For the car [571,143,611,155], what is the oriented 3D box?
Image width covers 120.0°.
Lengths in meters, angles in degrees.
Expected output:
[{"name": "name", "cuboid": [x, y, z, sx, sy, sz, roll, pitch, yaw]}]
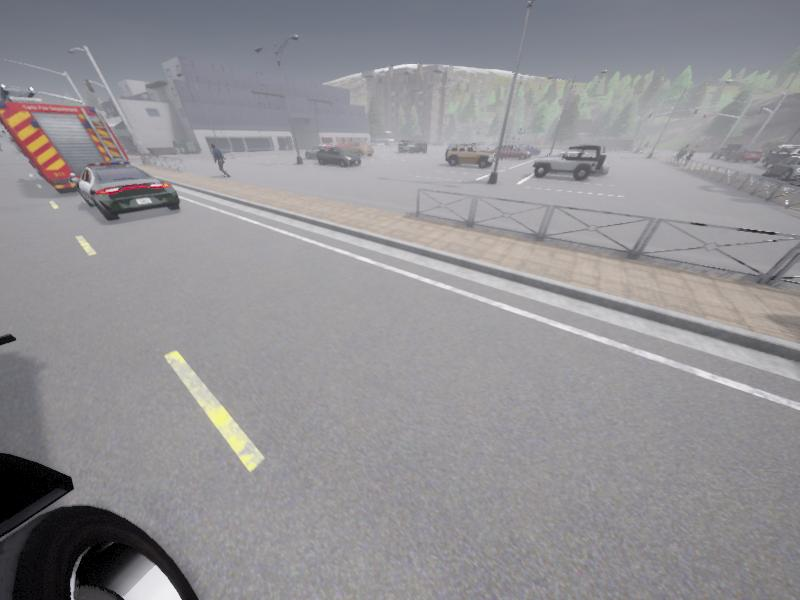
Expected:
[{"name": "car", "cuboid": [33.164, -26.334, 40.274, 5.027, 1.636, 2.152, 22, 41, 28]}]

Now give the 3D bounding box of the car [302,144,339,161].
[{"name": "car", "cuboid": [-9.309, -17.285, 27.024, 3.806, 1.475, 1.970, 22, 41, 28]}]

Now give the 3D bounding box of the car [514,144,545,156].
[{"name": "car", "cuboid": [20.069, -23.345, 35.938, 3.633, 1.501, 1.845, 22, 41, 28]}]

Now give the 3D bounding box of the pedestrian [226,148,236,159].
[{"name": "pedestrian", "cuboid": [-20.818, -18.035, 28.509, 0.500, 1.100, 0.500, 22, 41, 28]}]

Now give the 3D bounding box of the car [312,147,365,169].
[{"name": "car", "cuboid": [-5.655, -13.166, 21.299, 4.514, 1.523, 2.007, 22, 41, 28]}]

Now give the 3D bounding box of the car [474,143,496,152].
[{"name": "car", "cuboid": [17.988, -32.577, 49.170, 3.806, 1.475, 1.970, 22, 41, 28]}]

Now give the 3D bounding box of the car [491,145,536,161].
[{"name": "car", "cuboid": [14.281, -18.690, 29.254, 4.514, 1.523, 2.007, 22, 41, 28]}]

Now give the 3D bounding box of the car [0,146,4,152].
[{"name": "car", "cuboid": [-72.172, -27.080, 40.768, 4.892, 1.490, 1.837, 22, 41, 28]}]

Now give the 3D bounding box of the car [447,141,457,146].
[{"name": "car", "cuboid": [19.382, -58.439, 86.065, 1.845, 1.501, 3.633, 22, 41, 28]}]

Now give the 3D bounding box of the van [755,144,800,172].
[{"name": "van", "cuboid": [37.722, -13.798, 22.292, 2.069, 2.038, 4.480, 22, 41, 28]}]

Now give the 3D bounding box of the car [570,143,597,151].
[{"name": "car", "cuboid": [43.775, -36.516, 55.116, 4.792, 1.488, 2.163, 22, 40, 28]}]

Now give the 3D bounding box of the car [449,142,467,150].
[{"name": "car", "cuboid": [13.637, -36.456, 54.645, 3.633, 1.501, 1.845, 22, 41, 28]}]

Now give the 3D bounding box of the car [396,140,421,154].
[{"name": "car", "cuboid": [1.489, -26.530, 39.954, 3.866, 1.878, 1.905, 22, 41, 28]}]

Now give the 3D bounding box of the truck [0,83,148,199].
[{"name": "truck", "cuboid": [-17.503, -8.098, 12.028, 8.468, 3.827, 2.891, 22, 41, 28]}]

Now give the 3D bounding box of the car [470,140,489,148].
[{"name": "car", "cuboid": [22.933, -44.996, 66.725, 4.605, 1.855, 1.932, 22, 40, 28]}]

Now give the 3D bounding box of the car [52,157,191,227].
[{"name": "car", "cuboid": [-10.233, -4.176, 8.479, 4.974, 1.542, 2.038, 22, 41, 28]}]

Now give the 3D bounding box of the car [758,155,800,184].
[{"name": "car", "cuboid": [27.715, -8.989, 15.893, 1.970, 1.475, 3.806, 22, 41, 28]}]

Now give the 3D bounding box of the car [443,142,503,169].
[{"name": "car", "cuboid": [6.527, -13.250, 21.130, 4.605, 1.855, 1.932, 22, 41, 28]}]

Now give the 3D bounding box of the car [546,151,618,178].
[{"name": "car", "cuboid": [13.480, -10.227, 17.324, 3.806, 1.475, 1.970, 22, 41, 28]}]

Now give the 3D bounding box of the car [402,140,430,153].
[{"name": "car", "cuboid": [2.825, -28.013, 42.105, 4.605, 1.855, 1.932, 22, 41, 28]}]

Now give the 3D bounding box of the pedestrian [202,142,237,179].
[{"name": "pedestrian", "cuboid": [-10.912, -8.478, 14.037, 0.751, 1.860, 0.751, 7, 36, 10]}]

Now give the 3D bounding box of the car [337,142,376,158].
[{"name": "car", "cuboid": [-5.878, -20.467, 31.429, 5.027, 1.636, 2.152, 22, 41, 28]}]

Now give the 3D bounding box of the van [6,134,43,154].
[{"name": "van", "cuboid": [-61.001, -25.404, 37.525, 5.915, 2.561, 1.988, 22, 41, 28]}]

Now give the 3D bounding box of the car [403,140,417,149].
[{"name": "car", "cuboid": [2.758, -41.529, 61.673, 1.905, 1.878, 3.866, 22, 41, 28]}]

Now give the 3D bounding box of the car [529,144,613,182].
[{"name": "car", "cuboid": [11.067, -9.104, 15.222, 3.866, 1.878, 1.905, 22, 41, 28]}]

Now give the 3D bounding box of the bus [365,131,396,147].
[{"name": "bus", "cuboid": [-6.644, -55.414, 79.321, 10.273, 4.253, 3.944, 22, 40, 28]}]

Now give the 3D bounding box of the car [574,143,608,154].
[{"name": "car", "cuboid": [34.928, -27.815, 42.404, 4.514, 1.523, 2.007, 22, 41, 28]}]

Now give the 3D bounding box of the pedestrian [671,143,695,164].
[{"name": "pedestrian", "cuboid": [30.356, -15.704, 24.814, 0.751, 1.860, 0.751, 22, 41, 28]}]

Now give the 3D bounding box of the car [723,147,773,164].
[{"name": "car", "cuboid": [43.481, -18.220, 29.054, 2.007, 1.525, 4.514, 22, 41, 28]}]

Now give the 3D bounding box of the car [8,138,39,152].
[{"name": "car", "cuboid": [-68.818, -28.406, 42.199, 5.566, 2.045, 2.150, 22, 41, 28]}]

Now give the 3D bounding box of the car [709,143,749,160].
[{"name": "car", "cuboid": [47.256, -21.403, 33.284, 1.905, 1.878, 3.866, 22, 41, 28]}]
